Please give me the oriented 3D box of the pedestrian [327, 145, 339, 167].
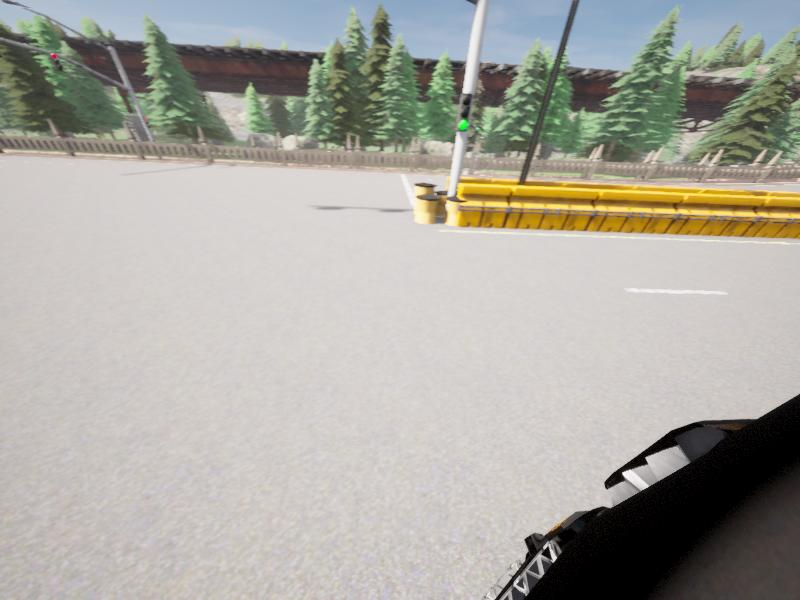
[{"bbox_3d":[-6.836,-14.711,23.589,0.751,1.860,0.751,2,34,-2],"label":"pedestrian"}]
